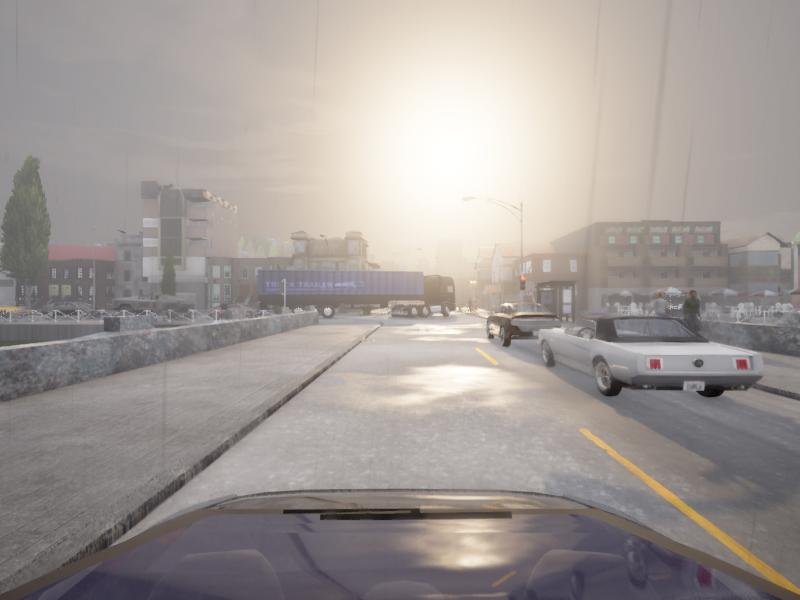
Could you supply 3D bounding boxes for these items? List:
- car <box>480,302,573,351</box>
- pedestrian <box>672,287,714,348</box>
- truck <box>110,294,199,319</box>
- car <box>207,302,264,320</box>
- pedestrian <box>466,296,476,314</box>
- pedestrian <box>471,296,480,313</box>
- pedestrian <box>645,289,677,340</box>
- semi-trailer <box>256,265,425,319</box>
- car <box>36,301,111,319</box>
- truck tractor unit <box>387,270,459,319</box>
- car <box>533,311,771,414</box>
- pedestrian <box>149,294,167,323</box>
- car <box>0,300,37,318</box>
[{"bbox_3d":[4.438,0.836,14.911,2.128,1.511,4.902,0,0,3],"label":"car"},{"bbox_3d":[9.152,0.533,12.519,0.751,1.860,0.751,0,0,-2],"label":"pedestrian"},{"bbox_3d":[-21.283,0.542,34.862,6.274,2.098,2.390,0,0,2],"label":"truck"},{"bbox_3d":[-14.057,0.922,34.393,4.181,1.385,1.994,0,0,-5],"label":"car"},{"bbox_3d":[7.726,0.533,43.662,0.751,1.860,0.751,0,0,-36],"label":"pedestrian"},{"bbox_3d":[8.330,0.533,44.149,0.751,1.860,0.751,0,0,35],"label":"pedestrian"},{"bbox_3d":[9.789,0.533,15.035,0.751,1.860,0.751,0,0,2],"label":"pedestrian"},{"bbox_3d":[-5.022,-0.619,35.447,14.254,4.402,2.717,0,0,-12],"label":"semi-trailer"},{"bbox_3d":[-28.550,0.836,35.105,4.902,1.511,2.128,0,0,2],"label":"car"},{"bbox_3d":[2.292,-0.518,37.937,6.516,4.208,3.053,0,0,-41],"label":"truck tractor unit"},{"bbox_3d":[4.303,0.944,7.966,1.895,1.301,4.718,0,0,2],"label":"car"},{"bbox_3d":[-16.043,0.547,26.557,0.751,1.860,0.751,0,0,2],"label":"pedestrian"},{"bbox_3d":[-35.542,0.805,35.340,5.366,1.575,1.801,0,0,2],"label":"car"}]
